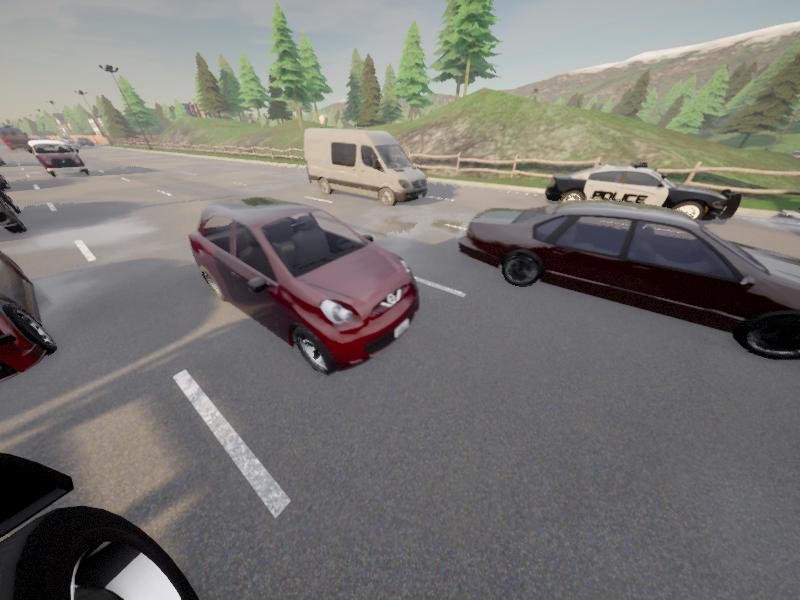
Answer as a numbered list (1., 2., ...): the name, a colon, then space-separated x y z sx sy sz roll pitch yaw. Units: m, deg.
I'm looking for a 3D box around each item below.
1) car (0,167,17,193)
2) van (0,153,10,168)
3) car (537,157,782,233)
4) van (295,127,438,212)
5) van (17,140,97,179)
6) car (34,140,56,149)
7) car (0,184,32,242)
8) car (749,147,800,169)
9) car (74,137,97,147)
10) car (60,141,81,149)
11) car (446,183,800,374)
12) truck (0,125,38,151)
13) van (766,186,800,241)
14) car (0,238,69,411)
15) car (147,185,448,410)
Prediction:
1. car: -21.763 -6.348 11.520 4.792 1.488 2.163 22 41 28
2. van: -37.595 -13.193 20.325 6.366 2.431 2.351 22 41 28
3. car: 8.244 -3.996 8.292 5.238 1.638 1.930 22 41 28
4. van: -1.575 -5.897 10.124 5.915 2.561 1.988 23 41 27
5. van: -23.482 -9.732 15.848 4.480 2.038 2.069 22 41 28
6. car: -77.924 -34.203 50.701 3.633 1.501 1.845 22 41 28
7. car: -12.893 -2.789 6.398 5.027 1.651 2.152 22 41 28
8. car: 40.043 -14.277 23.249 1.930 1.638 5.238 1 35 0
9. car: -80.457 -40.341 59.029 5.566 2.045 2.150 22 41 28
10. car: -75.067 -35.421 52.619 3.806 1.475 1.970 22 41 28
11. car: 3.760 -0.812 3.924 5.357 1.411 2.033 22 41 28
12. truck: -72.937 -30.639 43.686 8.468 3.827 2.891 22 41 28
13. van: 14.104 -1.928 4.707 6.366 2.431 2.351 22 41 28
14. car: -6.058 0.121 2.554 4.181 1.385 1.994 22 40 28
15. car: -1.463 -0.541 3.373 3.633 1.501 1.845 22 40 28
